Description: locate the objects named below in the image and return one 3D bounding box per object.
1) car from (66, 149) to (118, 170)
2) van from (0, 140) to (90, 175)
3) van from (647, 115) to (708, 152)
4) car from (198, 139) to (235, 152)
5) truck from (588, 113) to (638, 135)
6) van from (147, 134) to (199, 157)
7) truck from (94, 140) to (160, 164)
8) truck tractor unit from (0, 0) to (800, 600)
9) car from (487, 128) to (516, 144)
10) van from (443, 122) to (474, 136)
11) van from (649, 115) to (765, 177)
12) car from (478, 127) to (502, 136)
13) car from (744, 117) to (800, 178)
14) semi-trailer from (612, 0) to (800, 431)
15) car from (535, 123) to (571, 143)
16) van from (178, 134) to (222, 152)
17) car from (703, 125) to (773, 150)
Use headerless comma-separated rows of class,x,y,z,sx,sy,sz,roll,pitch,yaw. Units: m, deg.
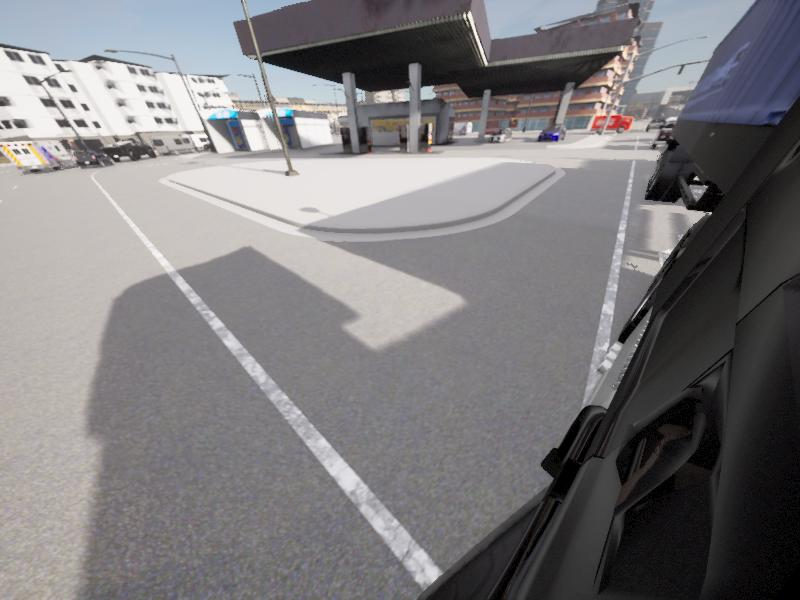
car,-32.024,-14.807,24.194,1.845,1.501,3.633,-19,40,-21
van,-35.553,-14.550,23.326,2.351,2.431,6.366,-18,40,-20
van,21.145,-12.932,17.875,2.069,2.038,4.480,25,45,32
car,-33.939,-28.828,42.947,1.930,1.638,5.238,6,38,11
truck,34.219,-28.404,37.347,5.204,2.467,2.627,21,43,28
van,-35.178,-24.263,36.180,1.988,2.561,5.915,-2,37,1
truck,-34.528,-19.096,29.606,2.390,2.098,6.274,-11,38,-11
truck tractor unit,2.645,-0.295,0.351,6.516,4.208,3.053,-28,44,-30
car,13.082,-21.210,29.826,1.970,1.475,3.806,25,45,32
van,13.572,-40.015,54.203,6.366,2.431,2.351,24,44,31
van,14.022,-7.455,11.029,2.069,2.038,4.480,24,44,30
car,19.676,-36.881,50.514,4.181,1.385,1.994,25,45,31
car,16.896,-6.317,9.441,1.905,1.878,3.866,25,44,32
semi-trailer,8.029,-3.992,4.788,2.717,4.402,14.254,26,45,33
car,18.000,-19.661,27.175,2.242,1.667,4.611,25,45,32
van,-37.342,-29.593,43.436,1.988,2.561,5.915,6,38,11
car,24.906,-12.180,17.255,1.895,1.301,4.718,25,45,32
